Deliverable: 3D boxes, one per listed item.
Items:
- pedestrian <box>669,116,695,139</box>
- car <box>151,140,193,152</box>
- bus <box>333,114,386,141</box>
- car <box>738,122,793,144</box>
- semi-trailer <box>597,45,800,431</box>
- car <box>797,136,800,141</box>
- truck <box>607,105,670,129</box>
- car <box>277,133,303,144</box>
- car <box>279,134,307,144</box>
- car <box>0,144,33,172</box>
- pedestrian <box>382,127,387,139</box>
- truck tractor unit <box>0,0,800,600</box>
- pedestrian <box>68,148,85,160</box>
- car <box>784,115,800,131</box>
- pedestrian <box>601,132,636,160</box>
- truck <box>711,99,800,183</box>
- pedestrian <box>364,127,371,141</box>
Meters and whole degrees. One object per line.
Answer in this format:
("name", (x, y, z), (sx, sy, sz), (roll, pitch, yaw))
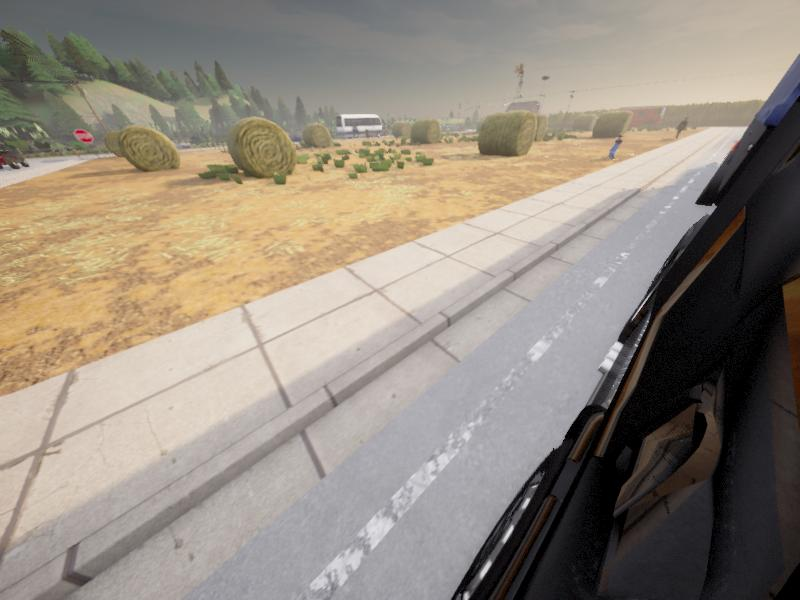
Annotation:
("pedestrian", (28.185, -17.233, 23.112), (0.751, 1.860, 0.751), (21, 43, 27))
("car", (-37.623, -25.607, 38.306), (4.718, 1.301, 1.895), (-25, 43, -27))
("bus", (-8.634, -37.789, 50.478), (10.273, 4.253, 3.944), (-25, 43, -27))
("car", (31.824, -14.649, 20.210), (4.181, 1.385, 1.994), (-28, 44, -30))
("semi-trailer", (8.703, -3.591, 4.240), (14.254, 4.402, 2.717), (-28, 44, -30))
("car", (36.316, -14.328, 19.461), (4.792, 1.488, 2.163), (-28, 44, -30))
("truck", (51.654, -39.778, 50.432), (2.891, 3.827, 8.468), (-27, 44, -29))
("car", (-22.331, -32.812, 46.903), (4.193, 1.474, 1.816), (-25, 43, -27))
("car", (-20.557, -31.025, 44.449), (4.193, 1.474, 1.816), (-25, 43, -27))
("car", (-37.078, -13.125, 21.336), (1.905, 1.878, 3.866), (-27, 44, -29))
("pedestrian", (-2.963, -33.059, 45.625), (0.751, 1.860, 0.751), (2, 37, 6))
("truck tractor unit", (2.645, -0.295, 0.351), (6.516, 4.208, 3.053), (-28, 44, -30))
("pedestrian", (-37.751, -17.087, 26.972), (0.500, 1.100, 0.500), (-18, 40, -20))
("car", (53.863, -23.731, 30.865), (5.238, 1.638, 1.930), (-28, 44, -30))
("pedestrian", (12.530, -8.846, 13.288), (0.751, 1.300, 0.751), (-6, 37, -5))
("truck", (16.111, -6.737, 9.641), (5.204, 2.467, 2.627), (-28, 44, -30))
("pedestrian", (-5.729, -29.310, 40.805), (0.751, 1.860, 0.751), (1, 37, 4))
